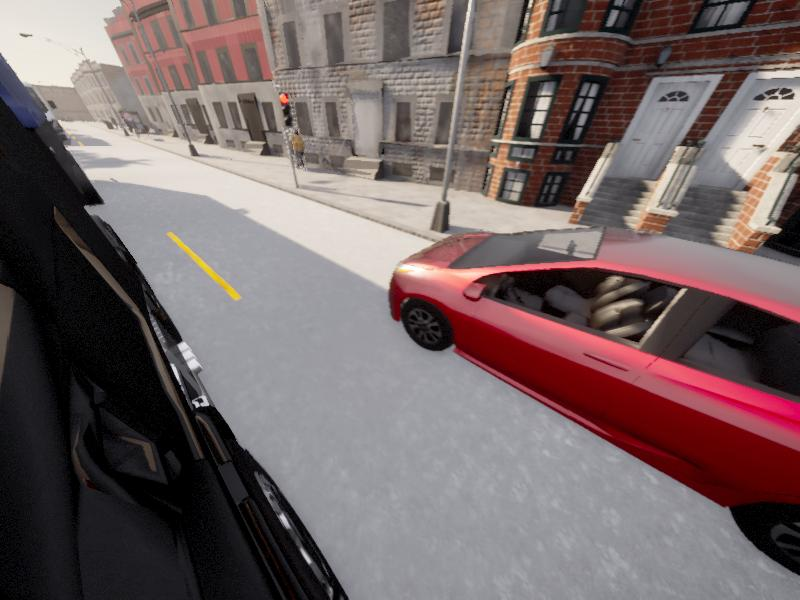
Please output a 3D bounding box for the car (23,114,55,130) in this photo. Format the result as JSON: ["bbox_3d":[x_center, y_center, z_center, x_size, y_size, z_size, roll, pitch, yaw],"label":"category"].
[{"bbox_3d":[-53.830,-26.599,34.514,5.238,1.638,1.930,28,44,30],"label":"car"}]

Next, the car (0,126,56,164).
[{"bbox_3d":[-21.179,-7.770,11.566,2.033,1.411,5.357,-12,39,-19],"label":"car"}]

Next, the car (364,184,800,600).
[{"bbox_3d":[1.977,0.163,2.289,4.514,1.525,2.007,28,44,30],"label":"car"}]

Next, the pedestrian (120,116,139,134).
[{"bbox_3d":[-36.271,-23.423,30.966,0.751,1.860,0.751,22,41,24],"label":"pedestrian"}]

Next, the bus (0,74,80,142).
[{"bbox_3d":[-34.489,-17.415,21.265,10.273,4.253,3.944,27,43,31],"label":"bus"}]

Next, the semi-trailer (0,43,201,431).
[{"bbox_3d":[-8.695,-3.601,4.239,14.254,4.402,2.717,28,44,30],"label":"semi-trailer"}]

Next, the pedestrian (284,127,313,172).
[{"bbox_3d":[-5.276,-7.834,12.044,0.751,1.860,0.751,30,44,31],"label":"pedestrian"}]

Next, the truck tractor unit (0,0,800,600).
[{"bbox_3d":[-2.645,-0.295,0.352,6.516,4.208,3.053,28,44,30],"label":"truck tractor unit"}]
